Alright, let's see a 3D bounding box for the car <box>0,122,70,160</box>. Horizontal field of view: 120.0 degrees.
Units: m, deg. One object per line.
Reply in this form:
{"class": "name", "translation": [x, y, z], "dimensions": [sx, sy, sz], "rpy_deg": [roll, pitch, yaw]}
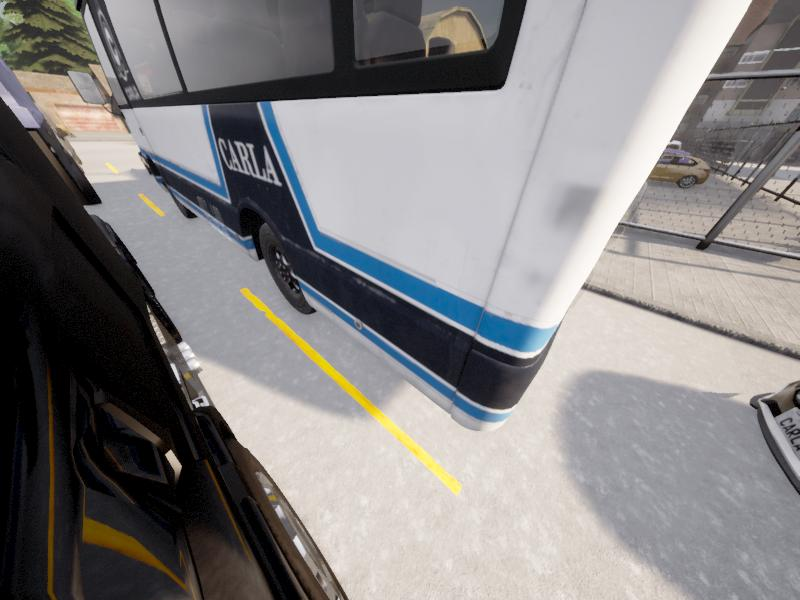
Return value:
{"class": "car", "translation": [-21.593, -9.215, 13.311], "dimensions": [3.705, 1.549, 1.789], "rpy_deg": [21, 40, 23]}

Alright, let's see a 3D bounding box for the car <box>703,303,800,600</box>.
{"class": "car", "translation": [4.897, 1.694, 0.420], "dimensions": [4.902, 1.511, 2.128], "rpy_deg": [25, 42, 27]}

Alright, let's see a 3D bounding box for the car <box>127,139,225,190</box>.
{"class": "car", "translation": [-9.700, -5.986, 9.955], "dimensions": [4.718, 1.301, 1.895], "rpy_deg": [30, 44, 31]}

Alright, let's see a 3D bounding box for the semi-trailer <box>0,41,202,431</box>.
{"class": "semi-trailer", "translation": [-8.708, -3.599, 4.217], "dimensions": [14.254, 4.402, 2.717], "rpy_deg": [28, 44, 30]}

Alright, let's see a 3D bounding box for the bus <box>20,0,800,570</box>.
{"class": "bus", "translation": [-2.151, -3.030, 4.006], "dimensions": [10.273, 4.253, 3.944], "rpy_deg": [29, 44, 31]}

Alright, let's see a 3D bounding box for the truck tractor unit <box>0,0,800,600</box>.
{"class": "truck tractor unit", "translation": [-2.645, -0.295, 0.351], "dimensions": [6.516, 4.208, 3.053], "rpy_deg": [28, 44, 30]}

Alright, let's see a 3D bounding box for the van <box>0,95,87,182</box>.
{"class": "van", "translation": [-16.116, -7.080, 9.988], "dimensions": [5.915, 2.561, 1.988], "rpy_deg": [30, 44, 32]}
